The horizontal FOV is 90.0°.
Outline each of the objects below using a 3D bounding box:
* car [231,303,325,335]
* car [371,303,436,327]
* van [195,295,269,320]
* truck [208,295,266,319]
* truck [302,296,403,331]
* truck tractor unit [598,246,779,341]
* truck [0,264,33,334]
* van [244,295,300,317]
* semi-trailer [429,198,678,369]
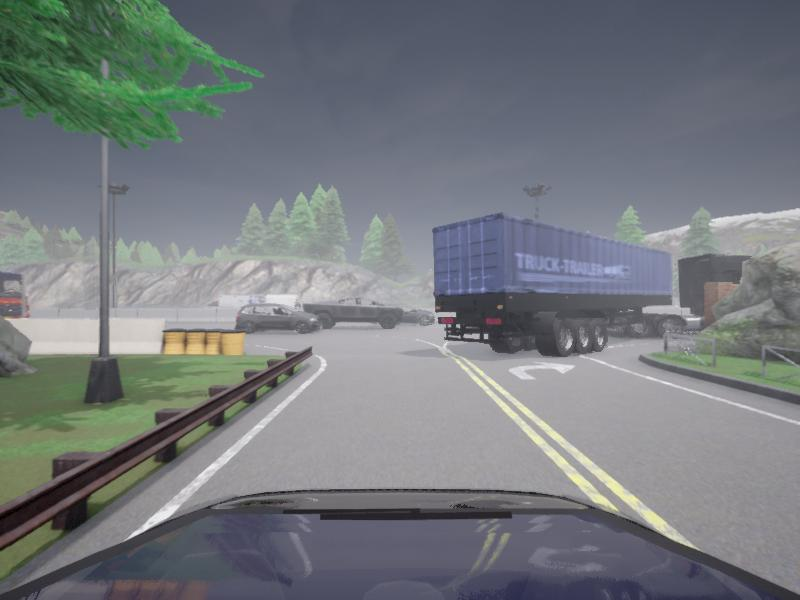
[{"bbox_3d":[-6.753,1.041,22.521,4.611,1.667,2.242,0,0,-1],"label":"car"},{"bbox_3d":[0.252,1.066,29.642,4.611,1.667,2.242,0,0,-1],"label":"car"},{"bbox_3d":[-16.594,0.725,39.859,6.366,2.431,2.351,0,0,-1],"label":"van"},{"bbox_3d":[-17.541,0.721,43.342,5.204,2.467,2.627,0,0,-1],"label":"truck"},{"bbox_3d":[-2.966,0.839,26.087,6.274,2.098,2.390,0,0,-1],"label":"truck"},{"bbox_3d":[13.693,-0.252,19.598,6.516,4.208,3.053,0,0,7],"label":"truck tractor unit"},{"bbox_3d":[-25.980,-0.038,22.192,8.468,3.827,2.891,0,0,-1],"label":"truck"},{"bbox_3d":[-14.897,0.695,46.799,5.915,2.561,1.988,0,0,-2],"label":"van"},{"bbox_3d":[7.224,-0.363,15.939,14.254,4.402,2.717,0,-2,-41],"label":"semi-trailer"}]
